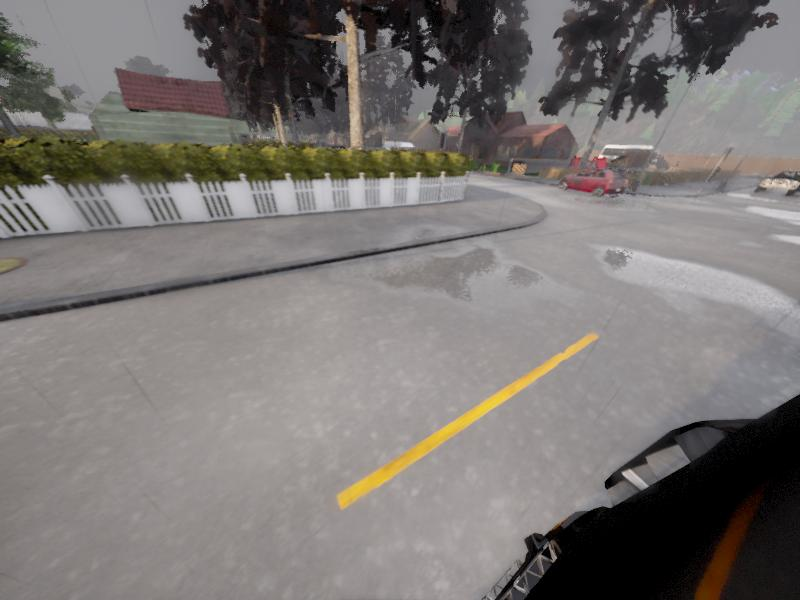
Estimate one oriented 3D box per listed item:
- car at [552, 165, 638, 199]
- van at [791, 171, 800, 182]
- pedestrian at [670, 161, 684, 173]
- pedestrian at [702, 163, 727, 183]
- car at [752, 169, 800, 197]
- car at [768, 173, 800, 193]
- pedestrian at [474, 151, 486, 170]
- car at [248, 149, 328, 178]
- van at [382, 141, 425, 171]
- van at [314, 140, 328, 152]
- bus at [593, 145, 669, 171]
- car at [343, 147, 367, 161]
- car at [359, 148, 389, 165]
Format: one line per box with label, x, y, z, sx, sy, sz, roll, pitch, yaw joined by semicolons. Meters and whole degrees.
car;12.394;-7.720;15.020;1.845;1.501;3.633;-8;35;-17
van;65.513;-19.264;35.838;1.775;1.987;4.442;-16;38;-26
pedestrian;50.274;-24.195;41.969;0.751;1.860;0.751;-16;38;-26
pedestrian;35.007;-14.113;25.742;0.751;1.860;0.751;-16;38;-26
car;33.331;-10.243;20.040;4.605;1.855;1.932;-16;38;-26
car;40.145;-12.039;23.582;4.892;1.490;1.837;-16;38;-26
pedestrian;9.706;-16.937;28.084;0.751;1.860;0.751;-16;38;-26
car;-7.097;-8.784;14.831;4.181;1.381;1.994;-16;38;-26
van;0.221;-16.290;26.040;1.988;2.561;5.915;-16;38;-26
van;-21.762;-42.642;63.795;1.988;2.561;5.915;-16;38;-26
bus;50.107;-31.304;50.665;3.944;4.253;10.273;-16;38;-26
car;-7.221;-23.289;36.815;1.801;1.575;5.366;-16;38;-26
car;-3.625;-19.731;31.720;2.152;1.651;5.027;-16;38;-26
